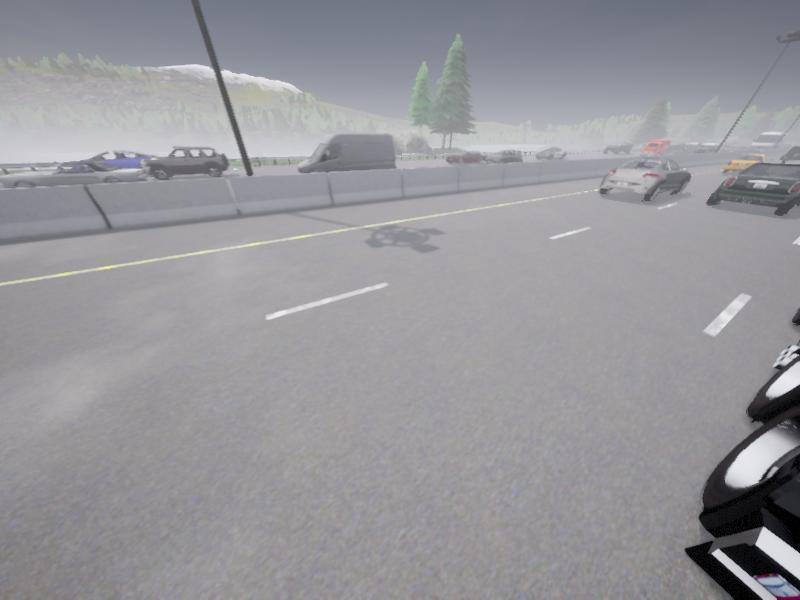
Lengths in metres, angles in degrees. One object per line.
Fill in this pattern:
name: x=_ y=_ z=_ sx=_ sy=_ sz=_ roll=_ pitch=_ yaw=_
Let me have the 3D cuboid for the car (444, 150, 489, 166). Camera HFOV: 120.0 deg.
car: x=7.432 y=-15.900 z=25.795 sx=4.718 sy=1.301 sz=1.895 roll=-18 pitch=39 yaw=-24

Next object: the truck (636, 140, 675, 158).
truck: x=43.698 y=-25.906 z=39.521 sx=5.204 sy=2.467 sz=2.627 roll=-20 pitch=40 yaw=-28

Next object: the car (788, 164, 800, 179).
car: x=31.777 y=-9.931 z=17.301 sx=3.806 sy=1.475 sz=1.970 roll=-18 pitch=39 yaw=-24

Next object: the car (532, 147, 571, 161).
car: x=21.107 y=-20.419 z=32.224 sx=4.974 sy=1.542 sz=2.038 roll=-19 pitch=39 yaw=-25

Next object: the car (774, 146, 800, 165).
car: x=49.103 y=-17.898 z=28.558 sx=3.866 sy=1.878 sz=1.905 roll=-18 pitch=39 yaw=-24

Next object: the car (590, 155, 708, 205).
car: x=12.338 y=-6.115 z=11.497 sx=5.027 sy=1.651 sz=2.152 roll=-18 pitch=39 yaw=-24

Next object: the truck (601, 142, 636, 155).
truck: x=43.016 y=-29.821 z=45.451 sx=6.274 sy=2.098 sz=2.390 roll=-18 pitch=39 yaw=-24

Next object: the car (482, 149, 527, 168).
car: x=10.865 y=-14.766 z=24.043 sx=4.193 sy=1.474 sz=1.816 roll=-18 pitch=39 yaw=-24

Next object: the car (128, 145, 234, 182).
car: x=-14.227 y=-9.258 z=15.523 sx=4.605 sy=1.855 sz=1.932 roll=-18 pitch=39 yaw=-24

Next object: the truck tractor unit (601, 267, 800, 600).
truck tractor unit: x=5.118 y=-0.293 z=0.776 sx=6.516 sy=4.208 sz=3.053 roll=-18 pitch=39 yaw=-24

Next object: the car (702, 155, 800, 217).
car: x=15.496 y=-4.895 z=9.622 sx=4.553 sy=1.767 sz=2.097 roll=-17 pitch=39 yaw=-24

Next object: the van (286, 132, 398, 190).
van: x=-3.177 y=-8.452 z=13.898 sx=5.915 sy=2.561 sz=1.988 roll=-18 pitch=39 yaw=-24

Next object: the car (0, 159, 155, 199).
car: x=-15.997 y=-6.164 z=11.572 sx=4.718 sy=1.301 sz=1.895 roll=-18 pitch=39 yaw=-24

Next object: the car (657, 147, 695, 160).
car: x=42.265 y=-22.457 z=35.375 sx=4.902 sy=1.511 sz=2.128 roll=-18 pitch=39 yaw=-24

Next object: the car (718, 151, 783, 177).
car: x=29.804 y=-11.643 z=19.650 sx=5.366 sy=1.575 sz=1.801 roll=-18 pitch=39 yaw=-24

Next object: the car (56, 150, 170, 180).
car: x=-19.774 y=-9.651 z=16.343 sx=4.514 sy=1.525 sz=2.007 roll=-18 pitch=39 yaw=-24

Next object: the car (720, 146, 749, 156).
car: x=69.953 y=-31.221 z=48.303 sx=4.902 sy=1.511 sz=2.128 roll=-18 pitch=39 yaw=-24
